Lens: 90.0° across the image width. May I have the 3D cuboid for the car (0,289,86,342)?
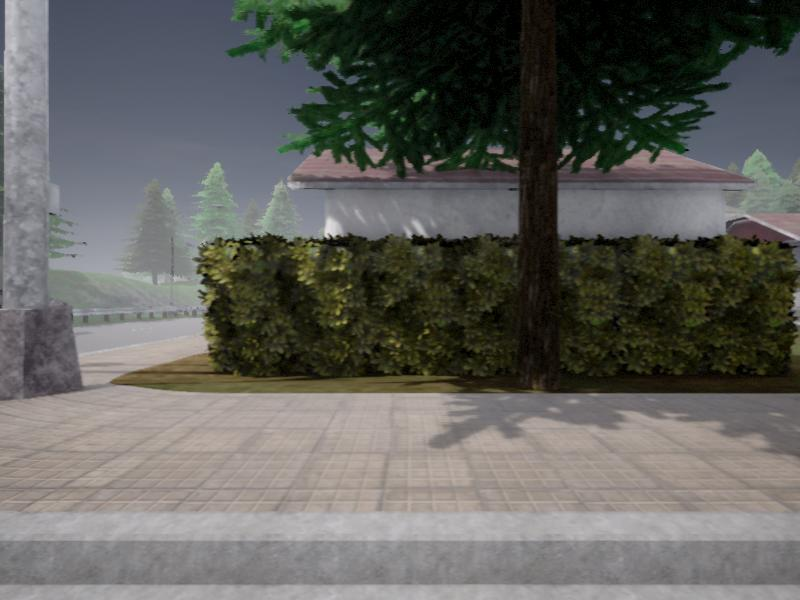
[{"bbox_3d":[-12.211,0.439,11.780,2.163,1.488,4.792,0,0,1],"label":"car"}]
